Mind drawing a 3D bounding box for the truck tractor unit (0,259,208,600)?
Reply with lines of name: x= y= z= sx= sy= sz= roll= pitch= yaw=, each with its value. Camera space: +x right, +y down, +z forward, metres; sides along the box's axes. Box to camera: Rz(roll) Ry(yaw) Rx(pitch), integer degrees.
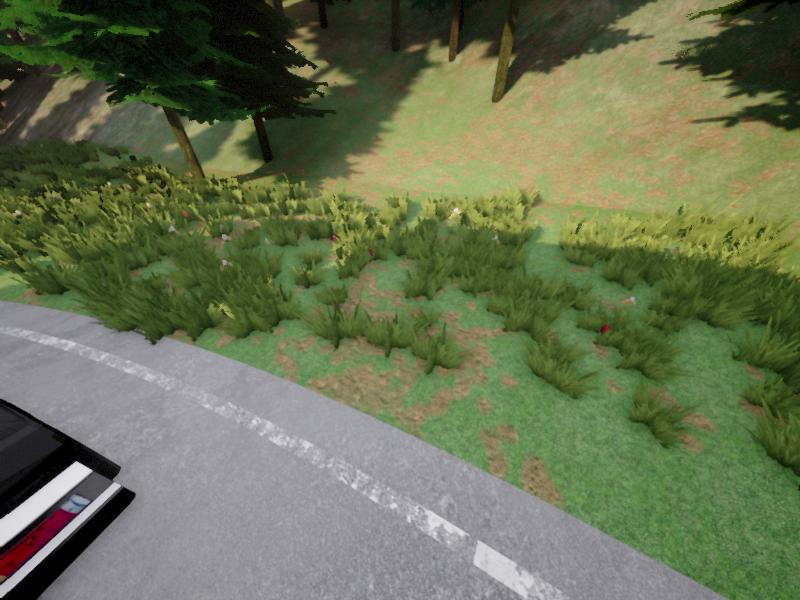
truck tractor unit: x=-5.283 y=-0.075 z=0.471 sx=6.516 sy=4.208 sz=3.053 roll=10 pitch=36 yaw=14
